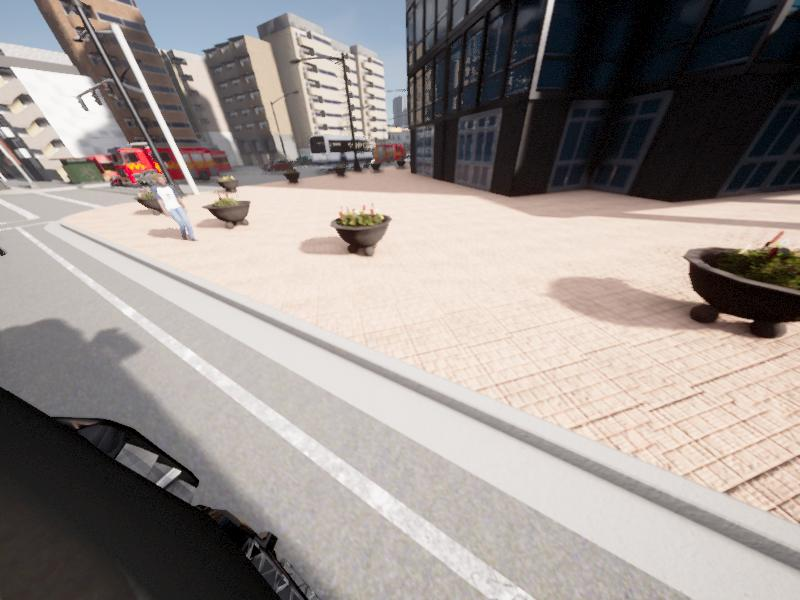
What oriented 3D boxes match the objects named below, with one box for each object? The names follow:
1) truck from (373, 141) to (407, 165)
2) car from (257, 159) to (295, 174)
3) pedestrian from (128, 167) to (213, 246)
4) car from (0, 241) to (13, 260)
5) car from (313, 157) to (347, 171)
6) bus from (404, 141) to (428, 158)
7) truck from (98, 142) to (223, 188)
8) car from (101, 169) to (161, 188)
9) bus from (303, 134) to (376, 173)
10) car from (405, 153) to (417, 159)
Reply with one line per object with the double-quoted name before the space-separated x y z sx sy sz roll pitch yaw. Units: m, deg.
"truck" -1.889 -31.253 49.030 2.891 3.827 8.468 15 37 26
"car" -19.265 -20.891 36.006 2.097 1.767 4.553 15 36 25
"pedestrian" -6.146 -2.536 6.306 0.751 1.860 0.751 15 38 26
"car" -13.950 -1.950 6.537 4.611 1.667 2.242 16 38 26
"car" -10.906 -21.386 36.352 2.033 1.649 4.856 15 37 26
"bus" 5.610 -50.568 77.480 3.944 4.253 10.273 15 38 26
"truck" -25.871 -15.248 25.861 2.891 3.827 8.468 15 37 25
"car" -30.169 -13.791 26.080 1.970 1.475 3.806 15 37 26
"bus" -8.237 -21.460 33.857 3.944 4.253 10.273 15 37 26
"car" 3.359 -43.161 69.226 1.994 1.385 4.181 15 38 26
